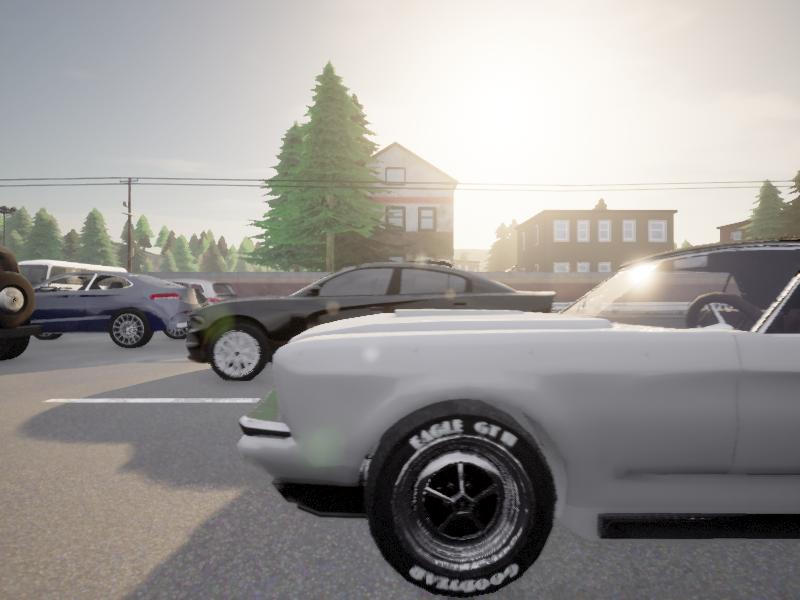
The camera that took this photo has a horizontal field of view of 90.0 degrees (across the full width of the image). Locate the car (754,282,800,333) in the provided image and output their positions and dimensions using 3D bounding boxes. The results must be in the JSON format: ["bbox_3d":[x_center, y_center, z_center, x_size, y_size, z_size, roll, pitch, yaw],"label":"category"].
[{"bbox_3d":[13.959,0.212,12.778,3.705,1.549,1.789,0,0,0],"label":"car"}]

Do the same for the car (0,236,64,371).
[{"bbox_3d":[-7.490,0.046,5.660,3.866,1.878,1.905,0,0,0],"label":"car"}]

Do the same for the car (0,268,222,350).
[{"bbox_3d":[-7.069,0.181,9.172,5.027,1.651,2.152,0,0,0],"label":"car"}]

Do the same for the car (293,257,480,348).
[{"bbox_3d":[-0.280,0.046,9.200,3.866,1.878,1.905,0,0,0],"label":"car"}]

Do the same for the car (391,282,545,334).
[{"bbox_3d":[1.993,0.228,12.712,4.514,1.525,2.007,0,0,0],"label":"car"}]

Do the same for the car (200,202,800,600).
[{"bbox_3d":[1.730,0.344,2.210,4.718,1.301,1.895,0,0,0],"label":"car"}]

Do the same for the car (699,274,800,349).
[{"bbox_3d":[10.178,0.225,9.257,4.974,1.542,2.038,0,0,0],"label":"car"}]

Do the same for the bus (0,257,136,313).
[{"bbox_3d":[-28.620,-1.134,35.271,3.944,4.253,10.273,0,0,0],"label":"bus"}]

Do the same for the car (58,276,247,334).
[{"bbox_3d":[-7.560,0.155,12.661,4.611,1.667,2.242,0,0,-1],"label":"car"}]

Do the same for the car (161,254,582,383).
[{"bbox_3d":[-0.335,0.223,5.699,5.008,1.535,1.882,0,0,0],"label":"car"}]

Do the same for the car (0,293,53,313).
[{"bbox_3d":[-32.239,0.201,33.409,1.801,1.575,5.366,0,0,0],"label":"car"}]
